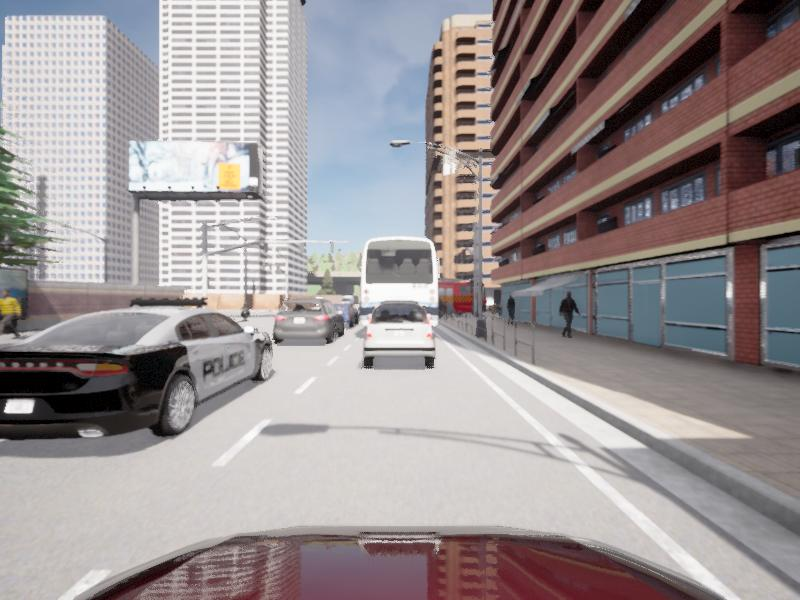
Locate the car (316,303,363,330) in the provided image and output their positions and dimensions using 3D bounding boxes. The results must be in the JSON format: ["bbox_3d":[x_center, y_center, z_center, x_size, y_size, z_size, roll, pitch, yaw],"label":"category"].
[{"bbox_3d":[-3.537,0.915,24.337,2.033,1.411,5.357,0,0,0],"label":"car"}]

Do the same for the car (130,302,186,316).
[{"bbox_3d":[-24.890,0.905,41.192,4.674,1.442,1.812,0,0,0],"label":"car"}]

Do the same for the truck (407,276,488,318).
[{"bbox_3d":[4.892,-0.287,40.092,8.468,3.827,2.891,0,0,-38],"label":"truck"}]

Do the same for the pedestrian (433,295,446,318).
[{"bbox_3d":[3.103,0.512,31.747,0.751,1.860,0.751,0,0,-24],"label":"pedestrian"}]

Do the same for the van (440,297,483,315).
[{"bbox_3d":[6.815,0.636,44.654,4.442,1.987,1.775,0,0,0],"label":"van"}]

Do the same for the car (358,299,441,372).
[{"bbox_3d":[-0.016,0.798,10.954,1.851,1.617,3.988,0,0,0],"label":"car"}]

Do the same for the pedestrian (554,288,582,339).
[{"bbox_3d":[6.303,0.498,15.043,0.751,1.860,0.751,0,0,-1],"label":"pedestrian"}]

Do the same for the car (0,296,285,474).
[{"bbox_3d":[-3.516,0.776,6.285,1.930,1.638,5.238,0,0,0],"label":"car"}]

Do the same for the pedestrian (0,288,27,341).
[{"bbox_3d":[-14.113,0.497,14.353,0.751,1.860,0.751,0,0,3],"label":"pedestrian"}]

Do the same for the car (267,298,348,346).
[{"bbox_3d":[-3.528,0.770,16.271,2.242,1.667,4.611,0,0,0],"label":"car"}]

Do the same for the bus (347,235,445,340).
[{"bbox_3d":[-0.154,-0.515,21.264,3.944,4.253,10.273,0,0,0],"label":"bus"}]

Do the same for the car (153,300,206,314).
[{"bbox_3d":[-26.462,0.842,48.180,5.366,1.575,1.801,0,0,1],"label":"car"}]

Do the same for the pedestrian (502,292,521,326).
[{"bbox_3d":[6.283,0.504,22.538,0.751,1.860,0.751,0,0,-13],"label":"pedestrian"}]

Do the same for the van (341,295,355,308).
[{"bbox_3d":[-10.634,0.370,81.897,1.988,2.561,5.915,0,0,0],"label":"van"}]
